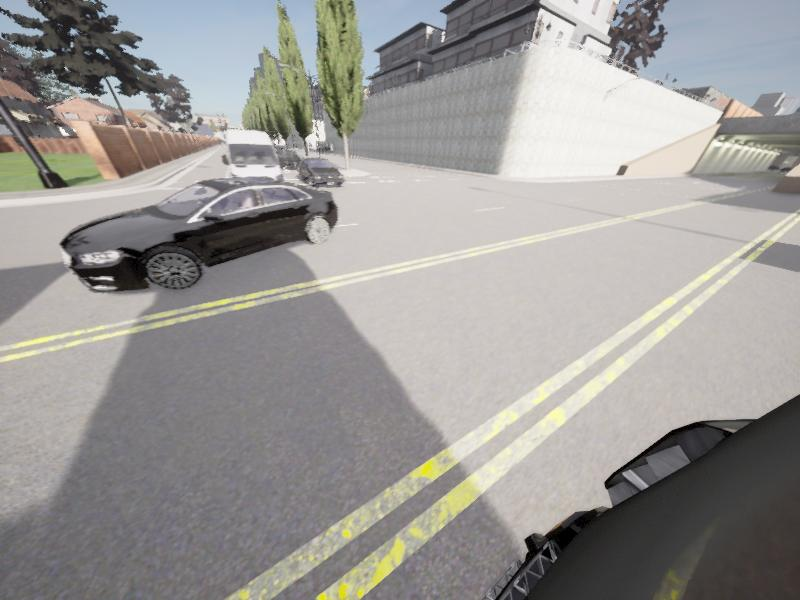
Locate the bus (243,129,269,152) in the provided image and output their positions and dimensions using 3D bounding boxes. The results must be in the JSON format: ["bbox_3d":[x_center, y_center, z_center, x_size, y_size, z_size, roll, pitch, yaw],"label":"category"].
[{"bbox_3d":[-34.774,-38.341,55.645,3.944,4.253,10.273,-16,38,-26],"label":"bus"}]

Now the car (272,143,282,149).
[{"bbox_3d":[-42.874,-53.671,80.528,2.033,1.649,4.856,-16,38,-26],"label":"car"}]

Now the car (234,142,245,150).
[{"bbox_3d":[-42.909,-41.112,61.726,1.882,1.535,5.008,-16,38,-26],"label":"car"}]

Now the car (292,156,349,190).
[{"bbox_3d":[-5.279,-8.359,14.966,2.033,1.411,5.357,-16,38,-26],"label":"car"}]

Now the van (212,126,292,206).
[{"bbox_3d":[-6.942,-6.575,11.116,1.988,2.561,5.915,-14,37,-24],"label":"van"}]

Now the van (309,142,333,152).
[{"bbox_3d":[-25.195,-48.811,73.653,6.366,2.431,2.351,-20,39,-26],"label":"van"}]

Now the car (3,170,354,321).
[{"bbox_3d":[-3.544,-1.766,5.015,2.128,1.511,4.902,23,38,27],"label":"car"}]

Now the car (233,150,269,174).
[{"bbox_3d":[-12.279,-11.385,18.982,1.970,1.475,3.806,-16,38,-26],"label":"car"}]

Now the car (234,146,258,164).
[{"bbox_3d":[-17.680,-16.652,26.506,1.789,1.549,3.705,-16,38,-26],"label":"car"}]

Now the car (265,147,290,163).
[{"bbox_3d":[-15.776,-18.602,29.604,2.007,1.525,4.514,-16,38,-26],"label":"car"}]

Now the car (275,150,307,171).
[{"bbox_3d":[-10.799,-13.764,22.664,1.837,1.490,4.892,-16,38,-26],"label":"car"}]
